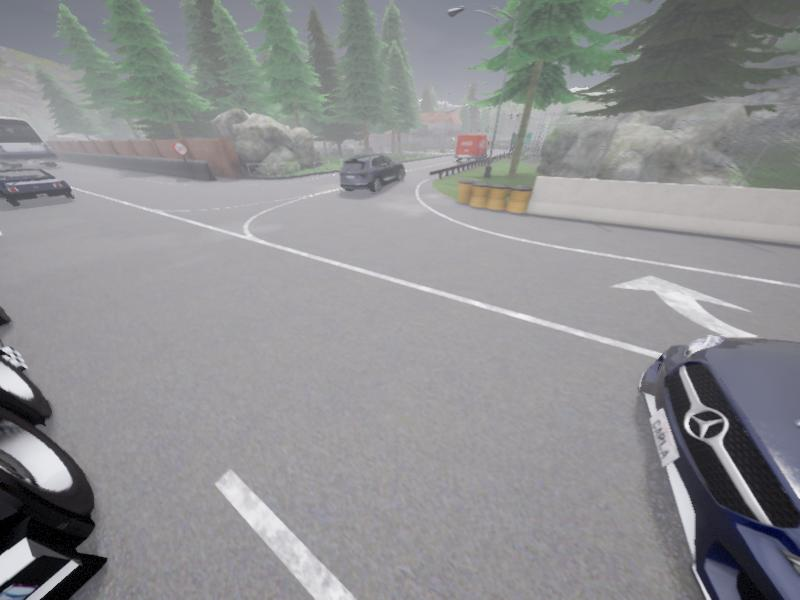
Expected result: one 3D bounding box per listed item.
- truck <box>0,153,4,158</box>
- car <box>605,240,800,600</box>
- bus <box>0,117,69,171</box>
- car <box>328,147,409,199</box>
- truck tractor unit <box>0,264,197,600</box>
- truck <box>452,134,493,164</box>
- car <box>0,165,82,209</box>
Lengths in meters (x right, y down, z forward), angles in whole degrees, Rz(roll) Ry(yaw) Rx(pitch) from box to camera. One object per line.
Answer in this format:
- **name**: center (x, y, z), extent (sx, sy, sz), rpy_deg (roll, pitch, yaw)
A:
- **truck**: center (-73.461, -26.624, 39.774), extent (8.468, 3.827, 2.891), rpy_deg (27, 43, 33)
- **car**: center (4.069, 1.449, 0.469), extent (5.027, 1.651, 2.152), rpy_deg (18, 39, 24)
- **bus**: center (-41.635, -16.675, 24.743), extent (10.273, 4.253, 3.944), rpy_deg (18, 39, 24)
- **car**: center (-1.422, -7.168, 12.761), extent (2.033, 1.649, 4.856), rpy_deg (14, 41, 21)
- **truck tractor unit**: center (-5.114, -0.295, 0.793), extent (6.516, 4.208, 3.053), rpy_deg (18, 39, 24)
- **truck**: center (8.144, -16.818, 25.624), extent (2.627, 2.467, 5.204), rpy_deg (19, 39, 25)
- **car**: center (-17.743, -5.487, 10.973), extent (4.718, 1.301, 1.895), rpy_deg (18, 39, 24)
